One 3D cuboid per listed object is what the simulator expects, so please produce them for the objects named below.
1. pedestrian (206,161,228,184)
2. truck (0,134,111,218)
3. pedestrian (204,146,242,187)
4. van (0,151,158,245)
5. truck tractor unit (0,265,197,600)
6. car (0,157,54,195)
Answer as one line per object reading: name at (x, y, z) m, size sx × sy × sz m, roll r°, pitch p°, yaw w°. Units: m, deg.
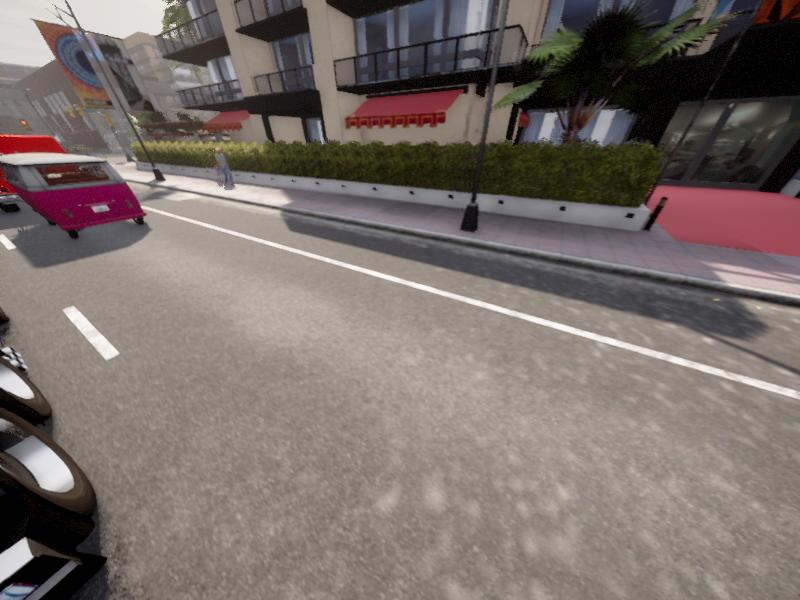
pedestrian at (-10.662, -7.461, 13.501) m, size 0.500 × 1.100 × 0.500 m, roll 18°, pitch 39°, yaw 24°
truck at (-15.631, -5.336, 9.596) m, size 5.204 × 2.467 × 2.627 m, roll 18°, pitch 39°, yaw 24°
pedestrian at (-9.465, -7.192, 12.442) m, size 0.751 × 1.860 × 0.751 m, roll 13°, pitch 37°, yaw 18°
van at (-10.166, -3.352, 7.139) m, size 4.442 × 1.987 × 1.775 m, roll 18°, pitch 39°, yaw 24°
truck tractor unit at (-5.119, -0.290, 0.794) m, size 6.516 × 4.208 × 3.053 m, roll 18°, pitch 39°, yaw 24°
car at (-21.989, -7.003, 12.906) m, size 3.806 × 1.475 × 1.970 m, roll 18°, pitch 39°, yaw 24°
